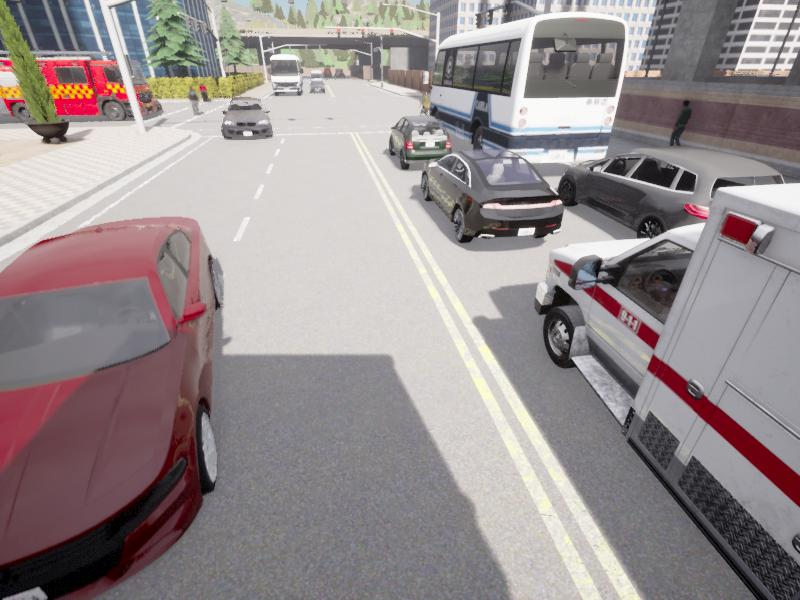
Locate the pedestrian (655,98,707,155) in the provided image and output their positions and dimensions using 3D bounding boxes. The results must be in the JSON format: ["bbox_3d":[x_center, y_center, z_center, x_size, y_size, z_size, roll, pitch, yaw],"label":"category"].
[{"bbox_3d":[10.345,-6.400,14.783,0.751,1.860,0.751,-5,31,-9],"label":"pedestrian"}]

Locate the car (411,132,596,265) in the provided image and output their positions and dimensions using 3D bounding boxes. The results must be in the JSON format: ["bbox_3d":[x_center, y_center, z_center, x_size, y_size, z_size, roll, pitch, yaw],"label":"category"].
[{"bbox_3d":[1.781,-2.581,8.939,2.128,1.511,4.902,-5,31,-9],"label":"car"}]

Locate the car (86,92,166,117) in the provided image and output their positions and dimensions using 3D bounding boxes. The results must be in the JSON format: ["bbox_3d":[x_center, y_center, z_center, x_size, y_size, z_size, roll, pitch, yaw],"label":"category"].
[{"bbox_3d":[-19.716,-14.221,29.012,4.181,1.385,1.994,-6,31,-11],"label":"car"}]

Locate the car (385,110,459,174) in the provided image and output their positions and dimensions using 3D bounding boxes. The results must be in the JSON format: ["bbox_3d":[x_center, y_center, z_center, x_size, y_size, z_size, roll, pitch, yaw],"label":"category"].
[{"bbox_3d":[0.646,-5.790,14.391,1.789,1.549,3.705,-5,31,-9],"label":"car"}]

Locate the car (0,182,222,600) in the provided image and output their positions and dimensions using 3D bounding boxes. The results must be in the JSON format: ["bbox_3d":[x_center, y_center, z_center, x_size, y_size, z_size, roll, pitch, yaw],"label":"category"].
[{"bbox_3d":[-2.994,0.242,4.078,1.882,1.535,5.008,-11,32,-18],"label":"car"}]

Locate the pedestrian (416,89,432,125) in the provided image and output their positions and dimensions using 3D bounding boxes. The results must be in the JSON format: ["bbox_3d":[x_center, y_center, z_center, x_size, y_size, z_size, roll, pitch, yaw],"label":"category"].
[{"bbox_3d":[1.420,-11.532,23.872,0.751,1.860,0.751,-5,31,-8],"label":"pedestrian"}]

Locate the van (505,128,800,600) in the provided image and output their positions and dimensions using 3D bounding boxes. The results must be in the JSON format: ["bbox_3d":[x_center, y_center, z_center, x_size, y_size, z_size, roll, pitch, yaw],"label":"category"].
[{"bbox_3d":[3.130,0.797,2.247,2.351,2.431,6.366,-5,31,-9],"label":"van"}]

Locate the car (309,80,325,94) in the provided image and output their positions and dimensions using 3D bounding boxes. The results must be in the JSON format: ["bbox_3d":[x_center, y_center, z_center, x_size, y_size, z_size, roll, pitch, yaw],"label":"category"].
[{"bbox_3d":[-10.693,-27.585,51.821,1.812,1.442,4.674,-5,31,-9],"label":"car"}]

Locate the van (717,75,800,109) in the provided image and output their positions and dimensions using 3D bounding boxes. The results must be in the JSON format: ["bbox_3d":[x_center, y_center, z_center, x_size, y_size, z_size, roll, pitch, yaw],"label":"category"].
[{"bbox_3d":[30.918,-17.536,33.638,6.366,2.431,2.351,-5,31,-8],"label":"van"}]

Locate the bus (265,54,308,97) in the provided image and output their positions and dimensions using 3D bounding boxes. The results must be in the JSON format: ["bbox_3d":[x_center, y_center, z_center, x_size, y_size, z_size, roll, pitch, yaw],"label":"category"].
[{"bbox_3d":[-13.843,-27.990,49.731,3.944,4.253,10.273,-5,31,-9],"label":"bus"}]

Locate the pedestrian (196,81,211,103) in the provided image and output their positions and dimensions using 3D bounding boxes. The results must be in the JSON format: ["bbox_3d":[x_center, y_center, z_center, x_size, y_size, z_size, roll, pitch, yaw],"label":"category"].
[{"bbox_3d":[-18.567,-19.670,37.807,0.751,1.860,0.751,-7,31,-12],"label":"pedestrian"}]

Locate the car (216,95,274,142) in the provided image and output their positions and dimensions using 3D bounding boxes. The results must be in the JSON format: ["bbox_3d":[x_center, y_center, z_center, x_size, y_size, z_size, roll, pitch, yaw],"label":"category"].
[{"bbox_3d":[-7.670,-9.256,20.210,2.242,1.667,4.611,-8,31,-14],"label":"car"}]

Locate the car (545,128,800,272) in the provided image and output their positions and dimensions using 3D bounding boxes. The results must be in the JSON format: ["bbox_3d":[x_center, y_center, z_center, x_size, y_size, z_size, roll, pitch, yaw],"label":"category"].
[{"bbox_3d":[5.415,-2.437,8.534,2.242,1.667,4.611,-5,31,-9],"label":"car"}]

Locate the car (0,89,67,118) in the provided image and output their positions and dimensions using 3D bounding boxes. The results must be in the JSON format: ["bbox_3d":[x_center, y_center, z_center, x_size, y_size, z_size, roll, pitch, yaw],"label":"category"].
[{"bbox_3d":[-26.830,-13.604,27.685,5.238,1.638,1.930,-5,31,-9],"label":"car"}]

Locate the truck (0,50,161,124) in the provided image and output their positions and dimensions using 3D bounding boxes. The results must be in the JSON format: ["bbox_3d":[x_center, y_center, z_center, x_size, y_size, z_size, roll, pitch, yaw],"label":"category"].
[{"bbox_3d":[-20.553,-13.317,25.021,8.468,3.827,2.891,-5,31,-8],"label":"truck"}]

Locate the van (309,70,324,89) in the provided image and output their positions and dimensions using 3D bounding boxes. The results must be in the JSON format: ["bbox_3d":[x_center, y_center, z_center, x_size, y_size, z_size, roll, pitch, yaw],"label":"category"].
[{"bbox_3d":[-13.576,-36.058,65.244,1.988,2.561,5.915,-5,31,-9],"label":"van"}]

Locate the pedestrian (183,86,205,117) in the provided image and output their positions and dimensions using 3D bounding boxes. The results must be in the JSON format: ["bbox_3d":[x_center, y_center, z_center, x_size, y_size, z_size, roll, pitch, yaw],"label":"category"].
[{"bbox_3d":[-14.225,-13.742,27.656,0.751,1.860,0.751,-5,31,-8],"label":"pedestrian"}]

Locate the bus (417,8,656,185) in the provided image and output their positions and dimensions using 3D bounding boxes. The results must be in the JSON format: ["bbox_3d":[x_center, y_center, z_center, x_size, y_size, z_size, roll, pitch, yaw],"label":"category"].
[{"bbox_3d":[3.728,-7.941,15.399,3.944,4.253,10.273,-5,31,-9],"label":"bus"}]
